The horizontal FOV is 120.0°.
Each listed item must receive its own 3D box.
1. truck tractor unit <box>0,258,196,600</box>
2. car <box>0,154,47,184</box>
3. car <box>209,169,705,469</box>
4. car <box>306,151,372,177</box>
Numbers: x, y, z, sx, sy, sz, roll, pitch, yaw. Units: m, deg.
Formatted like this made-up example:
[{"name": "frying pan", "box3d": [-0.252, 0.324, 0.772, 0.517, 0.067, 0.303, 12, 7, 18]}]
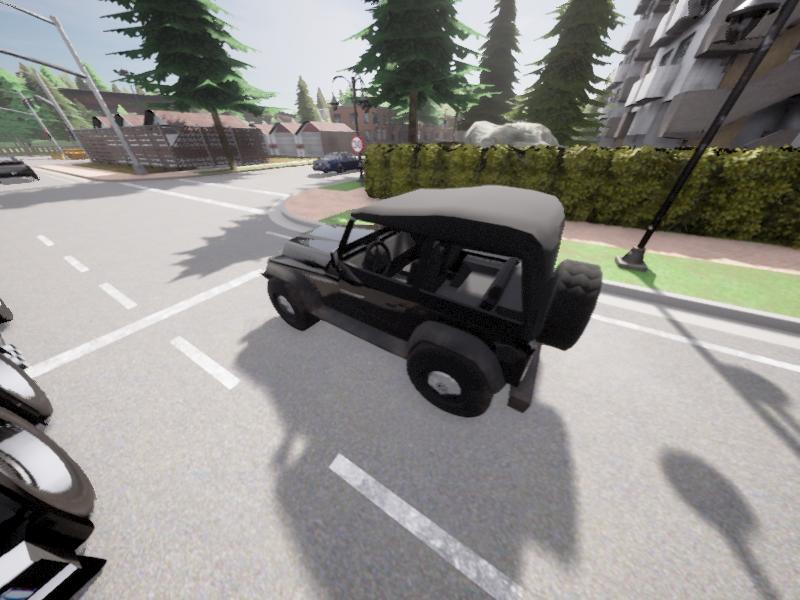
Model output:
[{"name": "truck tractor unit", "box3d": [-5.099, -0.314, 0.789, 6.516, 4.208, 3.053, 19, 39, 24]}, {"name": "car", "box3d": [-27.671, -9.237, 16.178, 4.902, 1.511, 2.128, 18, 39, 24]}, {"name": "car", "box3d": [0.025, -0.397, 2.914, 3.866, 1.878, 1.905, 20, 40, 26]}, {"name": "car", "box3d": [-4.690, -11.227, 18.876, 2.033, 1.411, 5.357, 17, 39, 24]}]
